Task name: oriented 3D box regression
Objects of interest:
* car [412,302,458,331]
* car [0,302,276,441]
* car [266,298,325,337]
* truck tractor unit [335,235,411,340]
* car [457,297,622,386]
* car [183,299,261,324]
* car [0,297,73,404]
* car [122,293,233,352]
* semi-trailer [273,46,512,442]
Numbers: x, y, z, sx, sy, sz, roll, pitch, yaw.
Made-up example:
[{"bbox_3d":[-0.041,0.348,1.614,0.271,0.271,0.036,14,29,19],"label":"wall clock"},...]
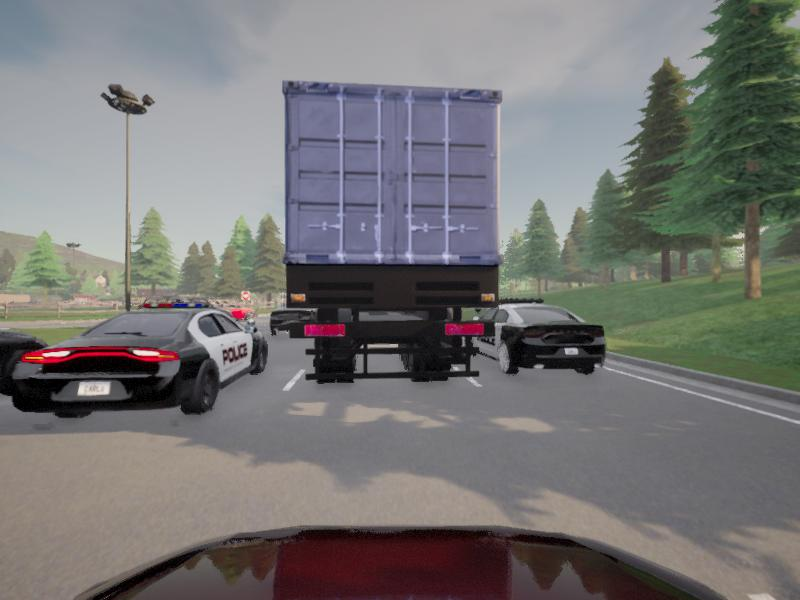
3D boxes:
[{"bbox_3d":[1.858,0.876,22.745,1.812,1.442,4.674,0,0,-5],"label":"car"},{"bbox_3d":[-3.780,0.829,7.091,2.038,1.542,4.974,0,0,-5],"label":"car"},{"bbox_3d":[-4.866,0.778,19.357,1.930,1.638,5.238,0,-1,-5],"label":"car"},{"bbox_3d":[-1.369,-0.514,19.547,3.053,4.208,6.516,0,0,-5],"label":"truck tractor unit"},{"bbox_3d":[2.985,0.774,10.065,1.930,1.638,5.238,0,0,-5],"label":"car"},{"bbox_3d":[-12.750,0.767,28.837,2.242,1.667,4.611,0,0,45],"label":"car"},{"bbox_3d":[-7.128,0.780,5.221,2.033,1.649,4.856,0,0,-5],"label":"car"},{"bbox_3d":[-7.992,0.663,14.965,1.932,1.855,4.605,0,1,-5],"label":"car"},{"bbox_3d":[-0.676,-0.615,11.664,2.717,4.402,14.254,0,0,-5],"label":"semi-trailer"}]
